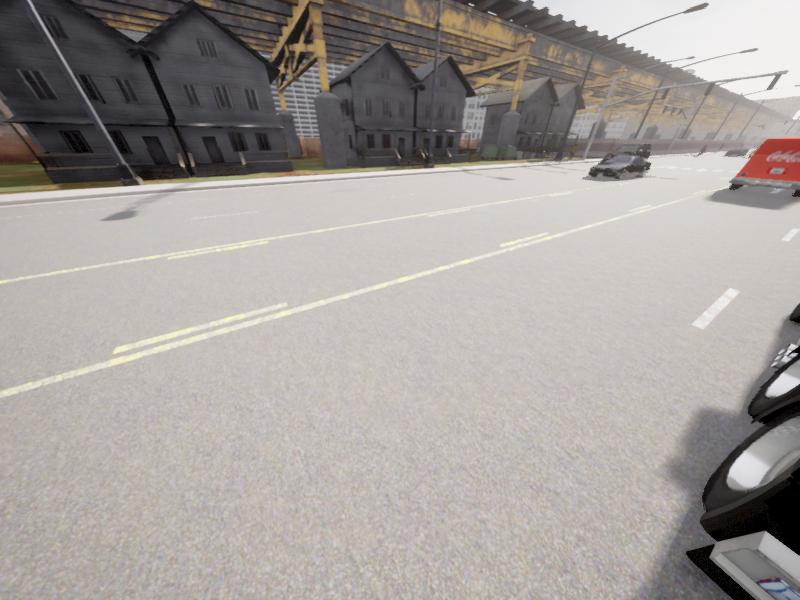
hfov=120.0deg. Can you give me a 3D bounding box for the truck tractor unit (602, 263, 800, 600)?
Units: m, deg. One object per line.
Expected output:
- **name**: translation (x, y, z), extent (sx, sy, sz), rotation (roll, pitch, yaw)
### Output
- **truck tractor unit**: translation (5.105, -0.308, 0.781), extent (6.516, 4.208, 3.053), rotation (-19, 39, -24)

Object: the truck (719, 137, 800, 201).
- **truck**: translation (20.654, -7.106, 12.225), extent (5.204, 2.467, 2.627), rotation (-18, 39, -23)

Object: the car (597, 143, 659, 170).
- **car**: translation (23.018, -14.568, 23.319), extent (5.566, 2.045, 2.150), rotation (-18, 39, -24)

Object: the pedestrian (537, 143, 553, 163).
- **pedestrian**: translation (16.124, -16.408, 25.764), extent (0.751, 1.860, 0.751), rotation (-21, 40, -28)

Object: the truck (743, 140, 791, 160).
- **truck**: translation (57.319, -23.540, 36.121), extent (5.204, 2.467, 2.627), rotation (-19, 39, -25)

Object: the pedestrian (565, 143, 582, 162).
- **pedestrian**: translation (20.400, -17.413, 27.242), extent (0.751, 1.860, 0.751), rotation (-15, 38, -21)

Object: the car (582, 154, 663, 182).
- **car**: translation (16.160, -9.661, 16.788), extent (5.357, 1.411, 2.033), rotation (-17, 38, -23)
